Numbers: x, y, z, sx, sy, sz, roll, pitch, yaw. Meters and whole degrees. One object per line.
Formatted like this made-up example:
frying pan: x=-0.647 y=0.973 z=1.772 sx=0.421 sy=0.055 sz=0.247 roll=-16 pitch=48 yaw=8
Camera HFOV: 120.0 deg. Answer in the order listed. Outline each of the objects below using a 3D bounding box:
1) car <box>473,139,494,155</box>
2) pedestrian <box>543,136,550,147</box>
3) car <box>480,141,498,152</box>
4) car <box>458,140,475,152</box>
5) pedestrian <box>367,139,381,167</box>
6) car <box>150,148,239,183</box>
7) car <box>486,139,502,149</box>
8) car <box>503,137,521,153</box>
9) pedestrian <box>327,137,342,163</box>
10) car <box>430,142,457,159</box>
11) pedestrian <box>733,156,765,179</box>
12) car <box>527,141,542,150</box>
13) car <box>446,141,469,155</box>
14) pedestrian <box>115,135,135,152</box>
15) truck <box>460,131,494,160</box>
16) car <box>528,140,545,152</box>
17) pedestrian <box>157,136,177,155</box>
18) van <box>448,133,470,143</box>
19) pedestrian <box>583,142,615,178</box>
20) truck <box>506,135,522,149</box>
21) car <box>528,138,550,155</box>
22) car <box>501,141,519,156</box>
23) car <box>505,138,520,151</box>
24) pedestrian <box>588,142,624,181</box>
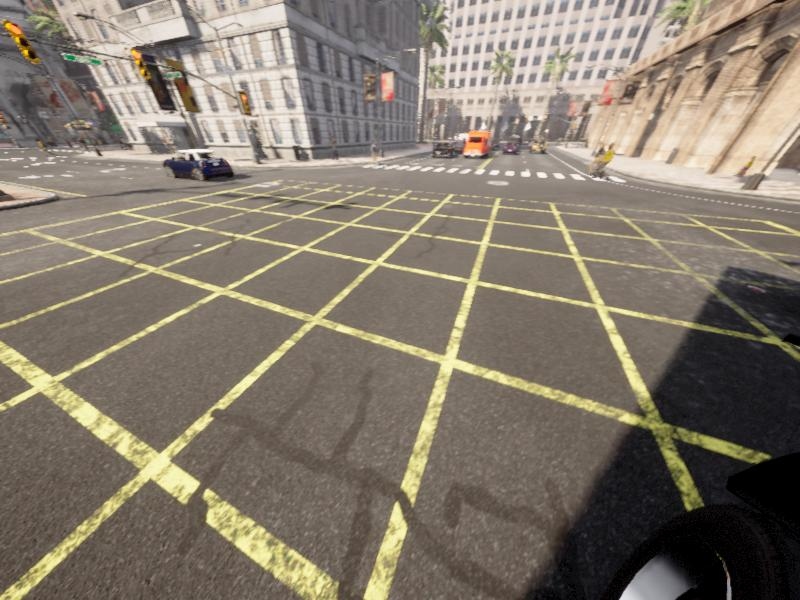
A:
car: x=11.634 y=-21.315 z=32.146 sx=1.930 sy=1.638 sz=5.238 roll=14 pitch=38 yaw=18
pedestrian: x=33.191 y=-35.857 z=52.238 sx=0.751 sy=1.860 sz=0.751 roll=15 pitch=38 yaw=20
car: x=14.548 y=-25.204 z=37.802 sx=1.994 sy=1.385 sz=4.181 roll=15 pitch=38 yaw=19
car: x=11.134 y=-25.769 z=38.576 sx=1.994 sy=1.385 sz=4.181 roll=14 pitch=38 yaw=18
pedestrian: x=-2.138 y=-12.061 z=18.984 sx=0.751 sy=1.860 sz=0.751 roll=14 pitch=38 yaw=19
car: x=-12.129 y=-8.049 z=13.733 sx=3.806 sy=1.475 sz=1.970 roll=14 pitch=38 yaw=18
car: x=18.624 y=-30.856 z=45.589 sx=2.163 sy=1.488 sz=4.792 roll=14 pitch=38 yaw=18
car: x=17.343 y=-24.027 z=35.728 sx=1.905 sy=1.878 sz=3.866 roll=14 pitch=38 yaw=18
pedestrian: x=-5.647 y=-13.008 z=20.028 sx=0.751 sy=1.860 sz=0.751 roll=9 pitch=37 yaw=12
car: x=5.076 y=-17.346 z=26.725 sx=1.837 sy=1.490 sz=4.892 roll=14 pitch=37 yaw=18
pedestrian: x=20.144 y=-7.680 z=13.363 sx=0.500 sy=1.100 sz=0.500 roll=-29 pitch=45 yaw=-34
car: x=24.230 y=-28.040 z=41.849 sx=1.895 sy=1.301 sz=4.718 roll=14 pitch=38 yaw=18
car: x=8.233 y=-21.774 z=32.983 sx=2.033 sy=1.411 sz=5.357 roll=14 pitch=38 yaw=18
pedestrian: x=-37.689 y=-21.495 z=31.716 sx=0.751 sy=1.860 sz=0.751 roll=8 pitch=36 yaw=11
truck: x=8.785 y=-17.623 z=26.300 sx=2.627 sy=2.467 sz=5.204 roll=14 pitch=37 yaw=18
car: x=21.895 y=-24.913 z=37.288 sx=1.845 sy=1.501 sz=3.633 roll=14 pitch=38 yaw=18
pedestrian: x=-27.601 y=-18.383 z=27.424 sx=0.751 sy=1.860 sz=0.751 roll=15 pitch=38 yaw=20
van: x=18.968 y=-52.440 z=74.808 sx=6.366 sy=2.431 sz=2.351 roll=14 pitch=38 yaw=19
pedestrian: x=12.301 y=-8.687 z=14.344 sx=0.751 sy=1.860 sz=0.751 roll=18 pitch=39 yaw=23
truck: x=23.151 y=-32.165 z=46.898 sx=2.390 sy=2.098 sz=6.274 roll=14 pitch=38 yaw=19
car: x=19.571 y=-21.851 z=32.719 sx=1.932 sy=1.855 sz=4.605 roll=14 pitch=38 yaw=18
car: x=15.031 y=-20.666 z=31.398 sx=1.816 sy=1.474 sz=4.193 roll=14 pitch=38 yaw=18
car: x=19.960 y=-27.591 z=40.911 sx=1.930 sy=1.638 sz=5.238 roll=14 pitch=38 yaw=19
pedestrian: x=11.900 y=-8.017 z=13.410 sx=0.751 sy=1.860 sz=0.751 roll=12 pitch=37 yaw=16
